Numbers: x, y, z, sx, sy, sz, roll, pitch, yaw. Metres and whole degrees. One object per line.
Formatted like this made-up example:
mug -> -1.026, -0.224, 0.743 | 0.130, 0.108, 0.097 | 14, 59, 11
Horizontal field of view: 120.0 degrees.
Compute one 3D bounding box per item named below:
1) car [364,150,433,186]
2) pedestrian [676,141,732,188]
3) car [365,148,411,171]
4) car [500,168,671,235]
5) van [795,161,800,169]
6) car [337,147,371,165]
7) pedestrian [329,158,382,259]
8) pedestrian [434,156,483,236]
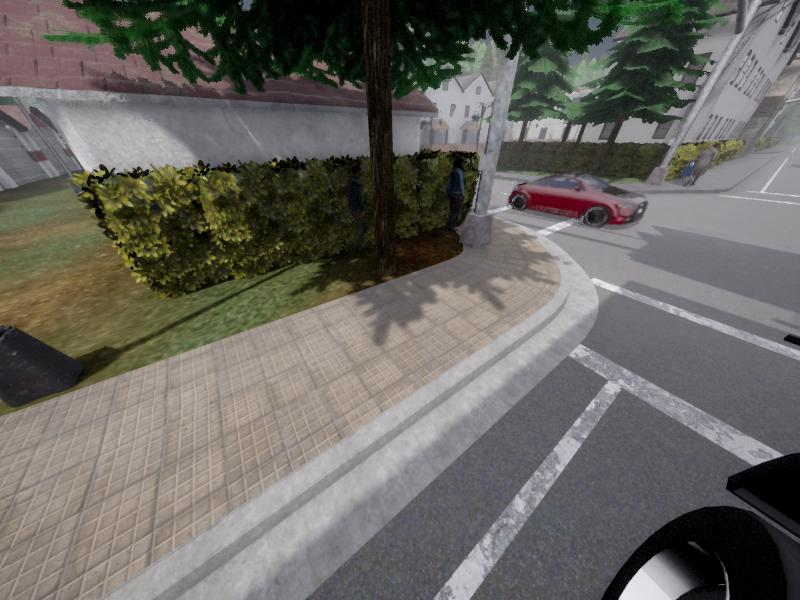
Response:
car -> -0.282, -9.241, 15.960 | 2.152, 1.651, 5.027 | -22, 41, -28
pedestrian -> 14.721, -6.590, 11.247 | 0.751, 1.860, 0.751 | -16, 38, -22
car -> -1.236, -13.529, 22.128 | 1.882, 1.535, 5.008 | -22, 41, -28
car -> 6.218, -3.787, 8.352 | 1.994, 1.385, 4.181 | -23, 40, -27
van -> 34.698, -11.797, 18.651 | 4.480, 2.038, 2.069 | -22, 41, -28
car -> -5.451, -17.005, 27.093 | 1.882, 1.535, 5.008 | -22, 41, -28
pedestrian -> -0.927, -1.975, 5.049 | 0.751, 1.860, 0.751 | -16, 38, -21
pedestrian -> 1.532, -2.847, 6.357 | 0.751, 1.860, 0.751 | -15, 38, -19
